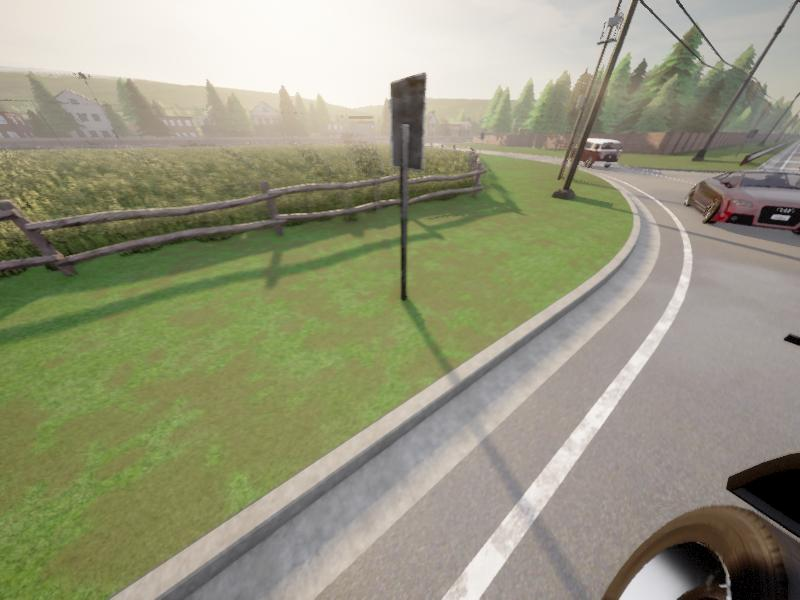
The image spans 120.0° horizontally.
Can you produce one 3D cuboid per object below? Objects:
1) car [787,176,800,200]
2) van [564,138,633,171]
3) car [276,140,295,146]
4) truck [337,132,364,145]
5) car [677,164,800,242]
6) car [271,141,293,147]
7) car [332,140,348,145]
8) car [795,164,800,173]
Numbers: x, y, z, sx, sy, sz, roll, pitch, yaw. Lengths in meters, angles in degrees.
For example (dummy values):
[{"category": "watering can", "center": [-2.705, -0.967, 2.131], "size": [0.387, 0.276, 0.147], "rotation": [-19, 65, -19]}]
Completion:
[{"category": "car", "center": [19.415, -5.397, 9.971], "size": [5.027, 1.651, 2.152], "rotation": [-22, 41, -28]}, {"category": "van", "center": [16.597, -12.524, 19.721], "size": [2.069, 2.038, 4.480], "rotation": [4, 36, 4]}, {"category": "car", "center": [-36.709, -50.316, 74.190], "size": [5.008, 1.535, 1.882], "rotation": [-22, 41, -28]}, {"category": "truck", "center": [-17.330, -56.609, 80.943], "size": [8.468, 3.827, 2.891], "rotation": [-22, 41, -28]}, {"category": "car", "center": [10.963, -3.224, 7.188], "size": [1.994, 1.385, 4.181], "rotation": [22, 41, 28]}, {"category": "car", "center": [-34.824, -46.172, 68.296], "size": [5.366, 1.575, 1.801], "rotation": [-22, 41, -28]}, {"category": "car", "center": [-21.414, -56.436, 82.805], "size": [4.902, 1.511, 2.128], "rotation": [-22, 41, -28]}, {"category": "car", "center": [31.383, -10.207, 16.802], "size": [4.792, 1.488, 2.163], "rotation": [-22, 41, -28]}]
